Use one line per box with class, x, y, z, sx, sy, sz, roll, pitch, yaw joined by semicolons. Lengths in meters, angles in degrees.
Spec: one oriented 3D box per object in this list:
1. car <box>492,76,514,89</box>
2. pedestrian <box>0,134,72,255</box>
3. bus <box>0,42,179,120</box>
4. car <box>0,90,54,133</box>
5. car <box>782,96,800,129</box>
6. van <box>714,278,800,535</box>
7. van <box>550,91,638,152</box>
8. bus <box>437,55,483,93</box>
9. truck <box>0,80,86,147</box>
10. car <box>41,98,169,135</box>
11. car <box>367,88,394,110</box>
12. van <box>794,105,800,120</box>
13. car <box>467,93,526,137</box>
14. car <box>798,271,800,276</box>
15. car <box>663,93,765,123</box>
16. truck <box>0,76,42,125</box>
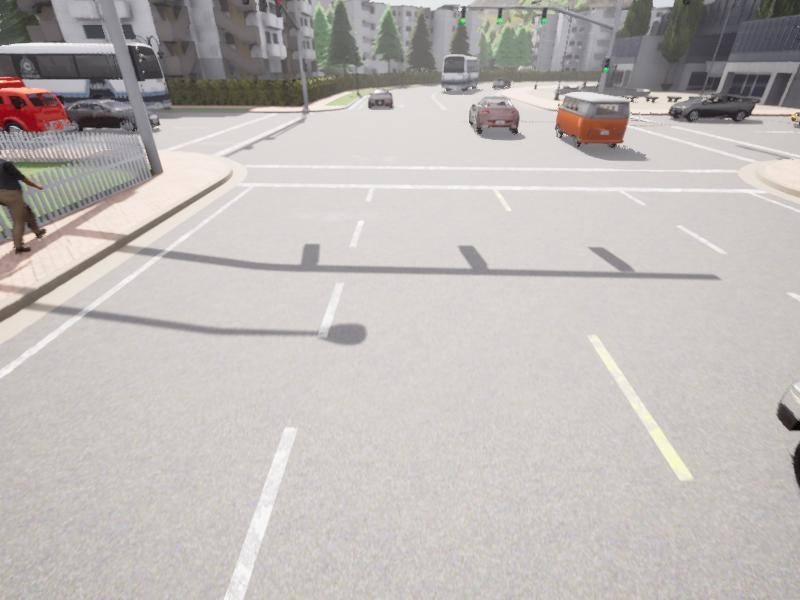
car;15.916;-33.575;61.818;1.851;1.617;3.988;18;35;28
pedestrian;-6.664;-1.792;6.869;0.751;1.860;0.751;1;30;2
bus;-21.356;-14.514;26.579;10.273;4.253;3.944;2;30;3
car;-21.409;-10.016;21.228;3.866;1.878;1.905;2;30;3
car;25.024;-10.338;22.129;5.366;1.575;1.801;2;30;3
van;4.109;1.830;0.470;2.351;2.431;6.366;1;30;1
van;8.334;-8.029;17.768;1.775;1.987;4.442;2;31;3
bus;8.566;-31.731;56.043;3.944;4.253;10.273;10;32;17
truck;-17.989;-8.402;17.899;5.204;2.467;2.627;2;30;3
car;-15.344;-9.684;21.043;4.902;1.511;2.128;2;30;3
car;-1.556;-16.744;33.264;1.994;1.385;4.181;0;30;1
van;28.878;-12.433;24.765;5.915;2.561;1.988;2;30;3
car;5.048;-10.128;21.712;2.152;1.651;5.027;1;30;2
car;7.725;0.147;4.147;2.152;1.651;5.027;1;30;1
car;19.775;-12.234;25.420;4.514;1.525;2.007;2;30;3
truck;-25.862;-12.163;24.315;5.204;2.467;2.627;1;30;3
